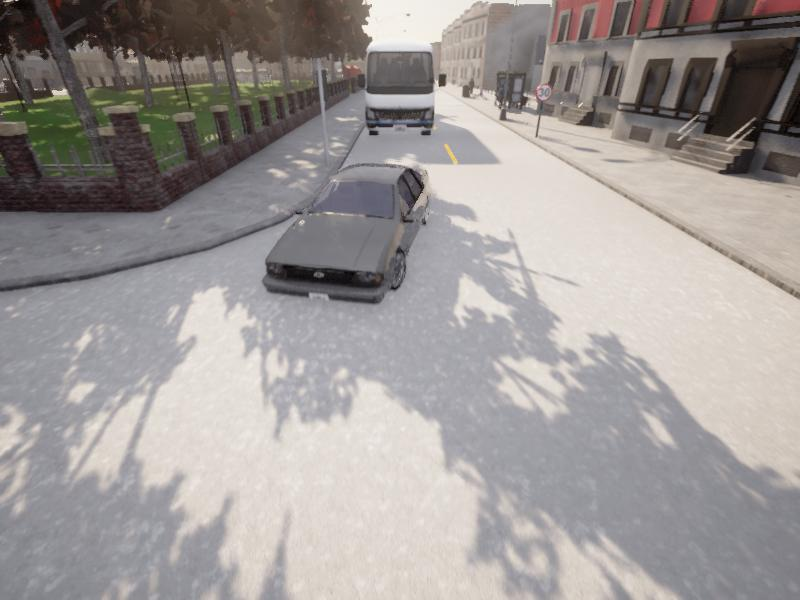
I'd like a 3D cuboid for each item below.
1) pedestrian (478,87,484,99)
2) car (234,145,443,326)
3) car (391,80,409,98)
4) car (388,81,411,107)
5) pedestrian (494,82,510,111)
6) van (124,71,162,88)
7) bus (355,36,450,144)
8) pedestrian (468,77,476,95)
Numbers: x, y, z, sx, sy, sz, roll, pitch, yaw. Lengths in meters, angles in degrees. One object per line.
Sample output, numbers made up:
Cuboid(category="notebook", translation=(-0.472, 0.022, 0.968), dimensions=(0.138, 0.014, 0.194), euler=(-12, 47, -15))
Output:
Cuboid(category="pedestrian", translation=(8.278, -21.101, 40.757), dimensions=(0.500, 1.100, 0.500), euler=(3, 30, 6))
Cuboid(category="car", translation=(-0.551, -1.688, 7.509), dimensions=(2.033, 1.411, 5.357), euler=(6, 31, 10))
Cuboid(category="car", translation=(-0.010, -24.567, 46.401), dimensions=(1.930, 1.638, 5.238), euler=(0, 30, 0))
Cuboid(category="car", translation=(-0.009, -18.281, 35.399), dimensions=(1.905, 1.878, 3.866), euler=(0, 30, 0))
Cuboid(category="pedestrian", translation=(7.560, -15.082, 29.707), dimensions=(0.751, 1.860, 0.751), euler=(0, 30, 1))
Cuboid(category="van", translation=(-45.307, -39.039, 70.794), dimensions=(2.351, 2.431, 6.366), euler=(0, 30, 0))
Cuboid(category="bus", translation=(0.116, -11.871, 22.073), dimensions=(3.944, 4.253, 10.273), euler=(0, 32, 0))
Cuboid(category="pedestrian", translation=(8.274, -24.612, 46.010), dimensions=(0.751, 1.860, 0.751), euler=(1, 30, 2))
